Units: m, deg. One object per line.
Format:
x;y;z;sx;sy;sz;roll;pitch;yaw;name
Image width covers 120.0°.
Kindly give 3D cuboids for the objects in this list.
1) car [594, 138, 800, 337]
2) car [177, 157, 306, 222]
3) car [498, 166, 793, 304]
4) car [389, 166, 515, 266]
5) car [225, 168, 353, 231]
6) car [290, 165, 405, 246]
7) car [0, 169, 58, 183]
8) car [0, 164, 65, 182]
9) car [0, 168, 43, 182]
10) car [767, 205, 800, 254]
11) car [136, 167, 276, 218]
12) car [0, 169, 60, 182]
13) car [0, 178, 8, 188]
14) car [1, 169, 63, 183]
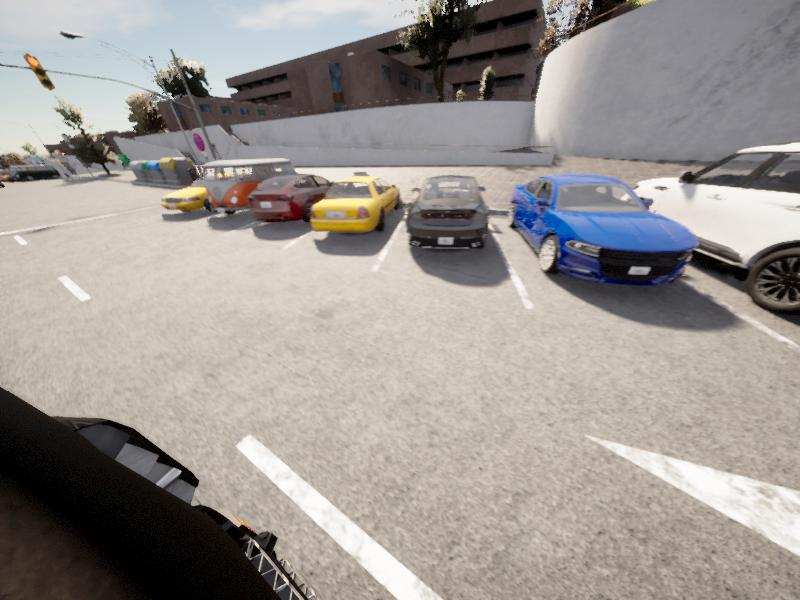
6.499;-1.491;3.888;2.435;2.045;5.566;4;33;9;car
-6.425;-5.094;10.264;1.878;1.987;4.442;4;33;9;car
3.931;-2.010;5.298;2.097;1.535;5.008;4;34;9;car
1.341;-2.745;6.587;2.231;1.521;4.892;4;33;10;car
-3.816;-4.220;9.226;2.163;1.488;4.792;4;33;10;car
-1.207;-3.593;8.039;1.946;1.575;5.366;4;33;10;car
-61.990;-20.653;38.348;1.946;1.575;5.366;3;33;10;car
-54.266;-18.839;34.282;1.878;1.987;4.442;3;33;10;car
-72.286;-23.597;43.624;1.878;1.987;4.442;3;33;10;car
9.098;-0.521;2.712;2.231;1.521;4.892;4;34;9;car
-9.011;-5.609;11.627;1.946;1.575;5.366;4;33;9;car
-59.381;-20.038;37.192;2.002;1.452;4.674;3;33;10;car
-43.053;-12.432;23.857;3.633;1.501;1.845;17;39;25;car
-56.814;-19.356;35.855;2.002;1.452;4.674;3;33;10;car
